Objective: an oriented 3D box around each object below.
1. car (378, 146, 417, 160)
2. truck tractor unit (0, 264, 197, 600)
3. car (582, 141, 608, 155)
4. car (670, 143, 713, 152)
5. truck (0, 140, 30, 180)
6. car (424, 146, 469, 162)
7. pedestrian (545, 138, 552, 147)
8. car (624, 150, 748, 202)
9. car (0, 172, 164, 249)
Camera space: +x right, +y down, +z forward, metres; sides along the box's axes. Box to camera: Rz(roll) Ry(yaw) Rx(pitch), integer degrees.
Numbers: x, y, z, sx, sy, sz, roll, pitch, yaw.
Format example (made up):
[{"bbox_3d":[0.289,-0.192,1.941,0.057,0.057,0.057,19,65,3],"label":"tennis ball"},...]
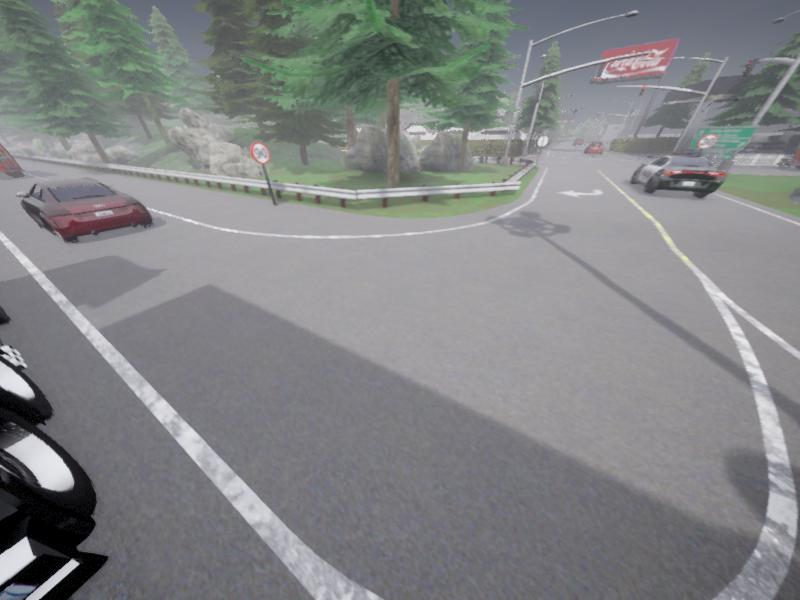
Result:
[{"bbox_3d":[-0.368,-19.913,31.216,5.008,1.535,1.882,18,39,25],"label":"car"},{"bbox_3d":[-5.113,-0.299,0.781,6.516,4.208,3.053,18,39,24],"label":"truck tractor unit"},{"bbox_3d":[30.514,-23.878,36.301,2.242,1.667,4.611,19,39,23],"label":"car"},{"bbox_3d":[54.841,-28.783,43.623,4.718,1.301,1.895,18,39,24],"label":"car"},{"bbox_3d":[-33.176,-11.599,17.612,8.468,3.827,2.891,18,39,24],"label":"truck"},{"bbox_3d":[5.676,-17.903,28.325,4.792,1.488,2.163,18,39,25],"label":"car"},{"bbox_3d":[36.951,-39.090,57.443,0.751,1.860,0.751,-29,44,-35],"label":"pedestrian"},{"bbox_3d":[12.657,-5.986,10.782,2.038,1.542,4.974,18,39,24],"label":"car"},{"bbox_3d":[-9.872,-2.980,7.171,4.181,1.385,1.994,18,39,25],"label":"car"}]
